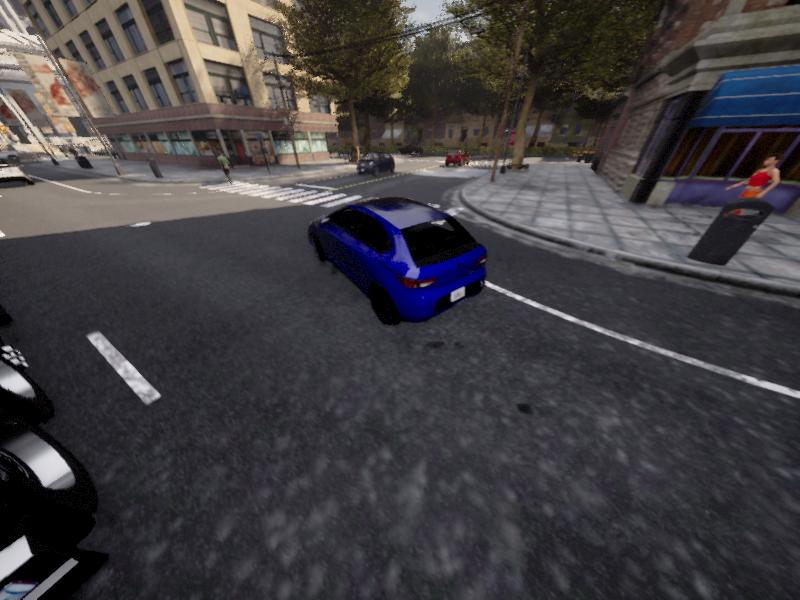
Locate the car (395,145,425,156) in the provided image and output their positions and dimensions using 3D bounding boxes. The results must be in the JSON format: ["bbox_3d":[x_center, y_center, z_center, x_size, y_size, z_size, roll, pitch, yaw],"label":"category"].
[{"bbox_3d":[1.652,-26.579,40.897,5.008,1.535,1.882,20,40,27],"label":"car"}]

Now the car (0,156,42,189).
[{"bbox_3d":[-25.625,-8.148,14.707,4.514,1.525,2.007,18,39,24],"label":"car"}]

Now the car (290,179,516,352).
[{"bbox_3d":[-0.415,-1.196,4.455,1.816,1.474,4.193,-23,41,-28],"label":"car"}]

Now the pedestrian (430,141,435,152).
[{"bbox_3d":[6.718,-31.673,47.575,0.751,1.860,0.751,13,37,18],"label":"pedestrian"}]

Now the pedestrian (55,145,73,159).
[{"bbox_3d":[-55.007,-24.191,37.796,0.751,1.860,0.751,19,39,26],"label":"pedestrian"}]

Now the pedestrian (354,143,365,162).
[{"bbox_3d":[-4.772,-17.289,27.014,0.751,1.860,0.751,29,44,35],"label":"pedestrian"}]

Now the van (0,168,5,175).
[{"bbox_3d":[-36.857,-11.951,19.907,4.442,1.987,1.775,18,39,25],"label":"van"}]

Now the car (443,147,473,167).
[{"bbox_3d":[6.017,-14.835,23.935,1.789,1.549,3.705,17,38,23],"label":"car"}]

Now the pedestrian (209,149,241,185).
[{"bbox_3d":[-10.917,-8.322,14.451,0.751,1.860,0.751,23,41,30],"label":"pedestrian"}]

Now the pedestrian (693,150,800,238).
[{"bbox_3d":[8.651,-2.615,5.744,0.751,1.860,0.751,16,38,23],"label":"pedestrian"}]

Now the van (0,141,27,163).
[{"bbox_3d":[-56.645,-19.767,30.998,2.351,2.431,6.366,18,39,25],"label":"van"}]

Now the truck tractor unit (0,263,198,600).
[{"bbox_3d":[-5.123,-0.286,0.783,6.516,4.208,3.053,18,39,24],"label":"truck tractor unit"}]

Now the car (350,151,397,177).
[{"bbox_3d":[-1.938,-10.797,18.239,1.845,1.501,3.633,17,38,23],"label":"car"}]
